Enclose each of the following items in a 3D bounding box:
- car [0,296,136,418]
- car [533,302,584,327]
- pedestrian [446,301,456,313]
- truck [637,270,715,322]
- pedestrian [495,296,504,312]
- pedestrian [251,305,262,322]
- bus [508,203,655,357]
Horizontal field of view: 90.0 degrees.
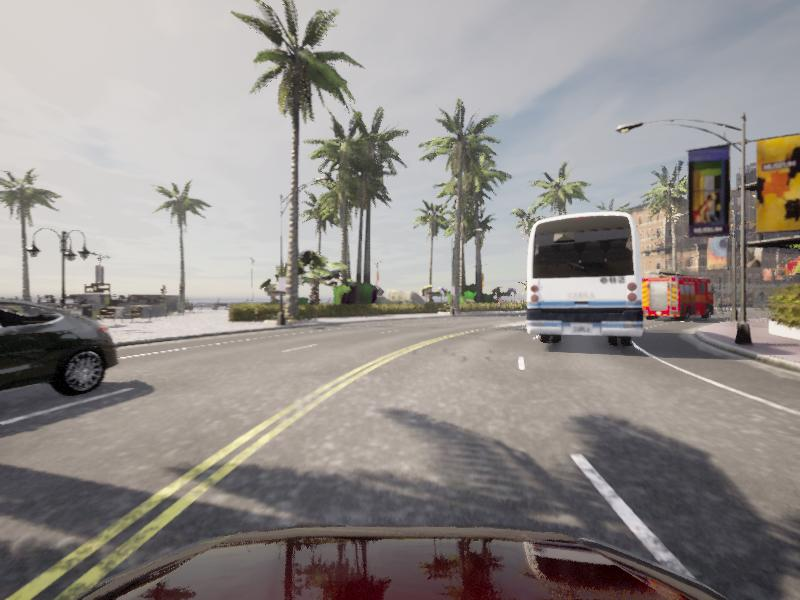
[{"bbox_3d":[-6.532,0.777,5.356,2.152,1.651,5.027,0,0,9],"label":"car"},{"bbox_3d":[10.398,0.860,26.157,1.970,1.475,3.806,0,0,40],"label":"car"},{"bbox_3d":[5.590,0.769,43.763,0.751,1.300,0.751,0,0,-40],"label":"pedestrian"},{"bbox_3d":[23.163,-0.307,33.337,8.468,3.827,2.891,0,0,-38],"label":"truck"},{"bbox_3d":[12.084,0.493,48.399,0.751,1.860,0.751,0,0,-40],"label":"pedestrian"},{"bbox_3d":[-9.229,0.860,25.710,0.500,1.100,0.500,0,0,31],"label":"pedestrian"},{"bbox_3d":[7.486,-0.528,16.573,3.944,4.253,10.273,-1,0,26],"label":"bus"}]
